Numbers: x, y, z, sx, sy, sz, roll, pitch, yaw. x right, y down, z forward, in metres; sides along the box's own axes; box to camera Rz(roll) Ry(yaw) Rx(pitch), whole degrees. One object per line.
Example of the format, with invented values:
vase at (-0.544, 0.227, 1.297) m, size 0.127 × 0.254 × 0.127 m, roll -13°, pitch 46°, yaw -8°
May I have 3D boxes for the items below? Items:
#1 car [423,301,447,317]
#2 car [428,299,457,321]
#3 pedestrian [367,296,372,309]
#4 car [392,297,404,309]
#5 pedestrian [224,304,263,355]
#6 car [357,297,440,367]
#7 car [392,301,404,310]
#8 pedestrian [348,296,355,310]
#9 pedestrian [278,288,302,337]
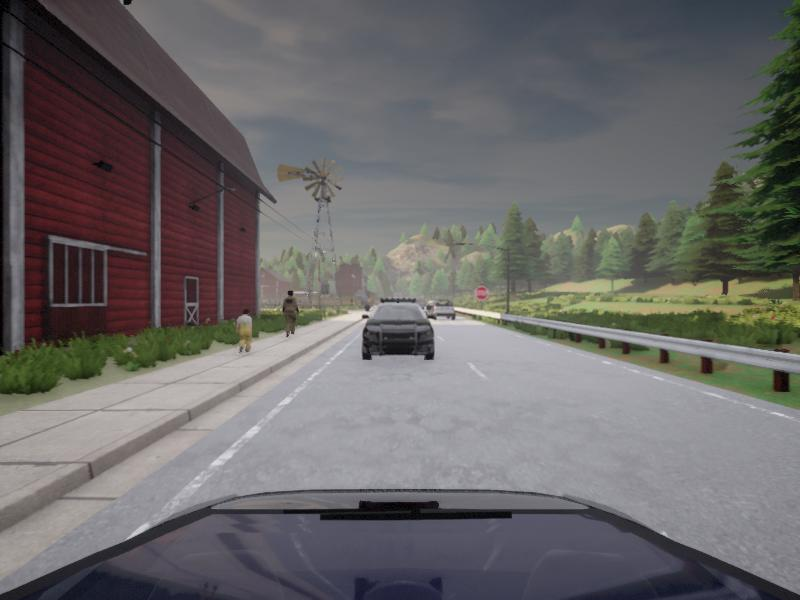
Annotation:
car at (3.305, 0.816, 38.630) m, size 1.812 × 1.442 × 4.674 m, roll 0°, pitch 0°, yaw 0°
car at (3.344, 0.743, 31.916) m, size 1.851 × 1.617 × 3.988 m, roll 0°, pitch 0°, yaw 0°
pedestrian at (-4.496, 0.403, 59.077) m, size 0.751 × 1.860 × 0.751 m, roll 0°, pitch 0°, yaw -5°
car at (-0.365, 0.471, 70.279) m, size 2.150 × 2.045 × 5.566 m, roll 0°, pitch 0°, yaw 0°
pedestrian at (-4.156, 0.749, 10.654) m, size 0.751 × 1.300 × 0.751 m, roll 0°, pitch 0°, yaw -1°
car at (-0.052, 0.754, 11.987) m, size 1.930 × 1.638 × 5.238 m, roll 0°, pitch 0°, yaw 0°
car at (-0.323, 0.857, 62.747) m, size 1.895 × 1.301 × 4.718 m, roll 0°, pitch 0°, yaw 0°
pedestrian at (-6.701, 0.409, 54.988) m, size 0.751 × 1.860 × 0.751 m, roll 0°, pitch 0°, yaw 8°
pedestrian at (-4.229, 0.463, 15.457) m, size 0.751 × 1.860 × 0.751 m, roll 0°, pitch 0°, yaw -3°
